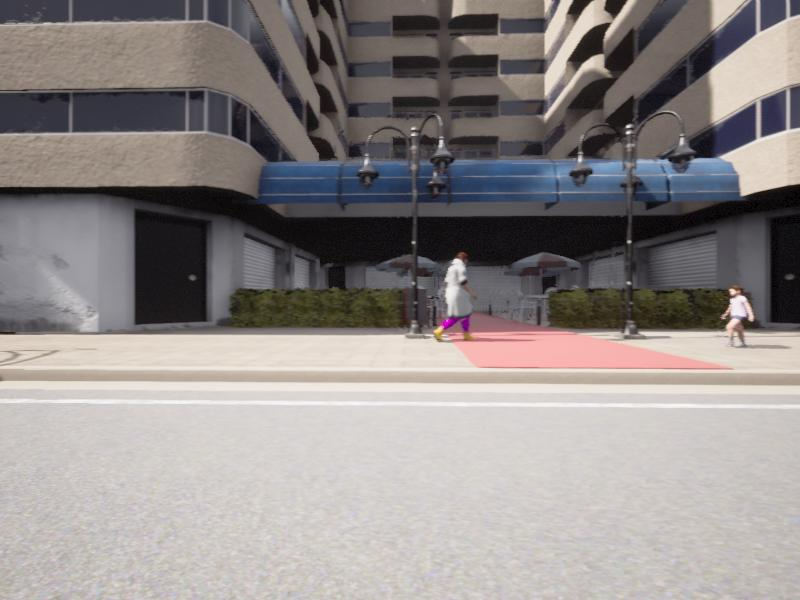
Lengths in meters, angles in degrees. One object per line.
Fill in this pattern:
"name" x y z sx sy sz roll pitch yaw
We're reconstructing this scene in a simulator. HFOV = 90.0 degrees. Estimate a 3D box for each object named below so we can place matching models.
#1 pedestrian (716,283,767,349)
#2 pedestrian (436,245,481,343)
"pedestrian" 5.941 0.269 6.980 0.500 1.100 0.500 0 0 9
"pedestrian" 1.142 -0.112 7.949 0.751 1.860 0.751 0 0 -4
